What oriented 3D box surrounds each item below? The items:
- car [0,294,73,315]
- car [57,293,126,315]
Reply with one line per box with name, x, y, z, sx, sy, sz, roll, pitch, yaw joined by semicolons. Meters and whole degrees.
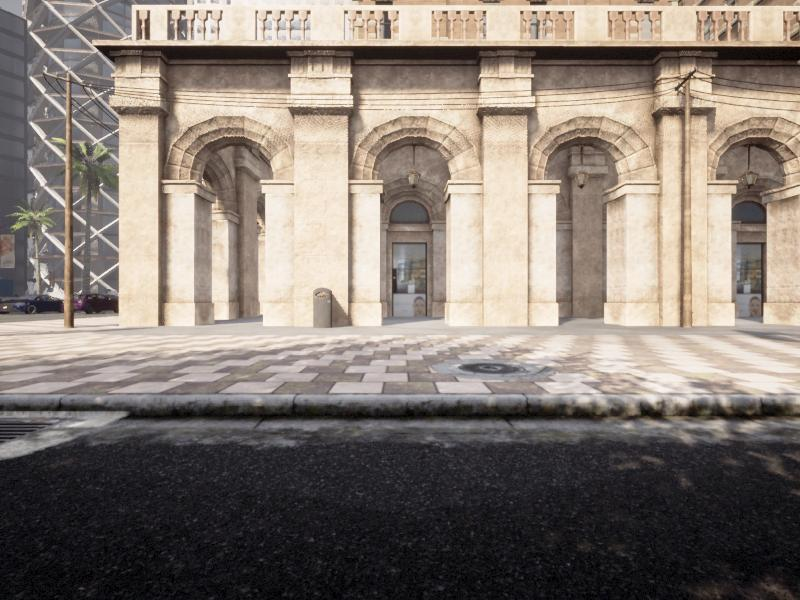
car;-25.830;0.307;28.246;1.994;1.385;4.181;0;0;0
car;-22.326;0.254;29.207;1.816;1.474;4.193;0;0;0
